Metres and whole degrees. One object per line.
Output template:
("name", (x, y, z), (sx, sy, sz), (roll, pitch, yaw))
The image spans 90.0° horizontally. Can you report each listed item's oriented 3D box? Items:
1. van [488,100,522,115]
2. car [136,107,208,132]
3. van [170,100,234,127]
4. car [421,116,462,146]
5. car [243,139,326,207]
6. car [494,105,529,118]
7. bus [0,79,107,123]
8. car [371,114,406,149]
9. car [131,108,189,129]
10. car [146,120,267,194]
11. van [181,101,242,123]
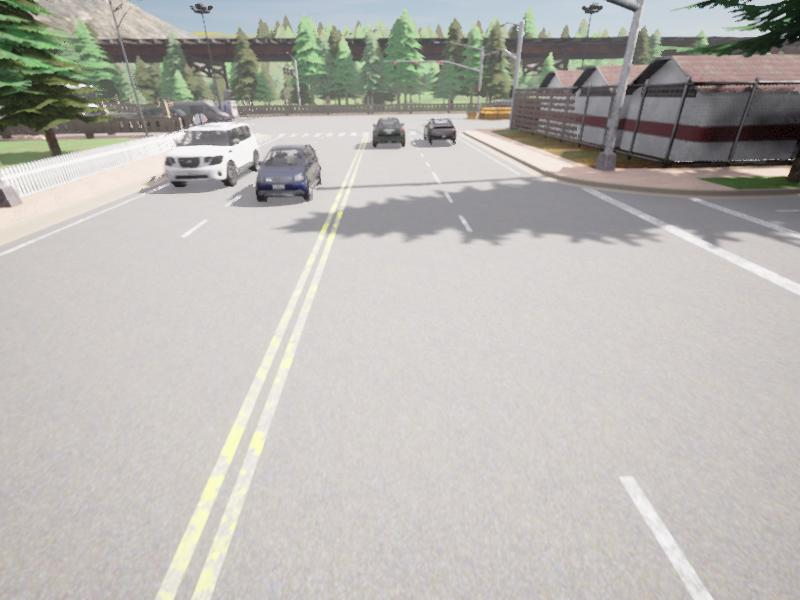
("van", (15.793, -29.154, 60.556), (4.442, 1.987, 1.775), (-2, 27, -3))
("car", (-22.498, -17.945, 39.709), (5.566, 2.045, 2.150), (-2, 27, -3))
("van", (-22.569, -21.380, 45.825), (5.915, 2.561, 1.988), (-2, 27, -3))
("car", (2.719, -11.723, 27.611), (2.128, 1.511, 4.902), (-2, 27, -2))
("car", (-3.700, -4.411, 13.556), (1.789, 1.549, 3.705), (-2, 27, -2))
("car", (15.123, -25.635, 54.425), (4.181, 1.385, 1.994), (-3, 27, -3))
("bus", (-43.961, -24.934, 50.149), (10.273, 4.253, 3.944), (1, 27, -5))
("car", (-0.744, -11.250, 26.479), (2.097, 1.767, 4.553), (-2, 27, -2))
("car", (-25.515, -19.361, 42.699), (4.605, 1.855, 1.932), (-2, 27, -3))
("car", (-7.317, -5.933, 16.063), (2.150, 2.045, 5.566), (-2, 27, -2))
("van", (-24.350, -24.469, 51.975), (6.366, 2.431, 2.351), (-2, 27, -3))
